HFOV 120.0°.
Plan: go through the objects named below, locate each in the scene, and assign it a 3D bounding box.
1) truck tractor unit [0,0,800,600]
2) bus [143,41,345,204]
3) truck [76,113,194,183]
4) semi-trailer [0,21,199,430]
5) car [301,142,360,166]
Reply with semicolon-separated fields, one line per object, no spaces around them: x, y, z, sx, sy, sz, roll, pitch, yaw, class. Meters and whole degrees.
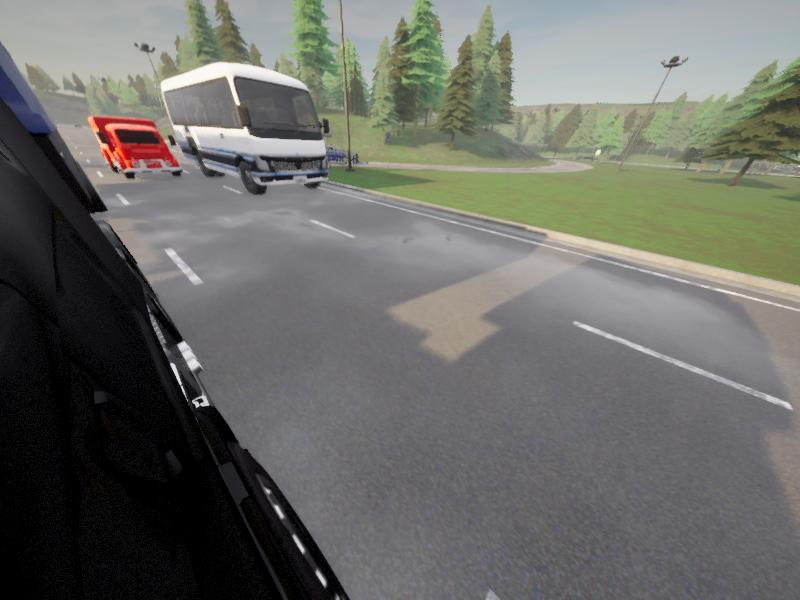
-2.645;-0.295;0.351;6.516;4.208;3.053;28;44;30;truck tractor unit
-7.772;-8.274;11.467;10.273;4.253;3.944;27;41;30;bus
-13.580;-7.839;11.896;5.204;2.467;2.627;27;41;31;truck
-8.679;-3.543;4.360;14.254;4.402;2.717;27;41;31;semi-trailer
-6.682;-14.437;22.825;5.027;1.651;2.152;6;35;3;car
